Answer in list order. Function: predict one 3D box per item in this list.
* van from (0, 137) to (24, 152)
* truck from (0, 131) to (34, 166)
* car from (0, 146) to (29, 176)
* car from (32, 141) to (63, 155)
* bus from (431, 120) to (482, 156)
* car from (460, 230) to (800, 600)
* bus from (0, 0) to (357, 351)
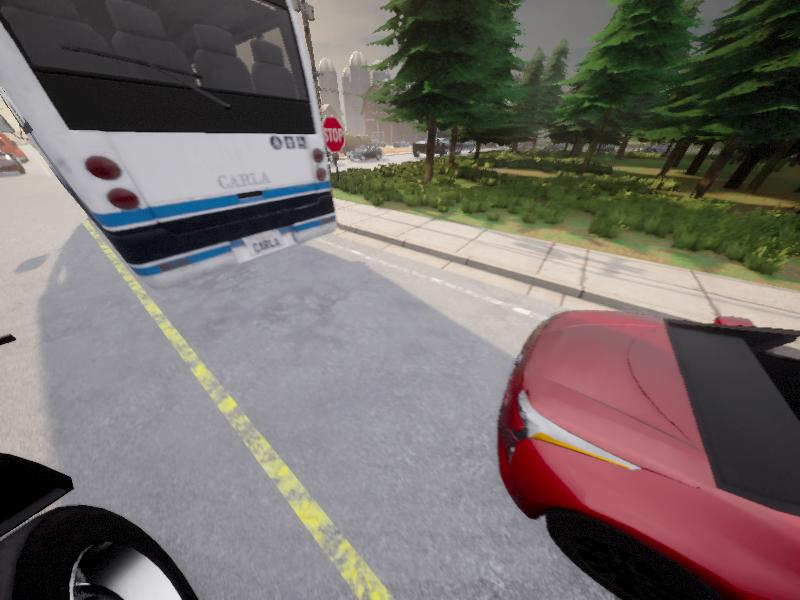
[{"bbox_3d":[-65.989,-26.236,38.869,4.480,2.038,2.069,23,41,29],"label":"van"},{"bbox_3d":[-38.327,-14.487,21.979,5.204,2.467,2.627,25,42,27],"label":"truck"},{"bbox_3d":[-28.309,-9.778,16.174,3.988,1.617,1.851,23,41,29],"label":"car"},{"bbox_3d":[-52.179,-22.582,34.216,5.366,1.575,1.801,23,41,29],"label":"car"},{"bbox_3d":[9.428,-26.310,37.722,3.944,4.253,10.273,21,40,27],"label":"bus"},{"bbox_3d":[2.885,1.186,0.928,4.514,1.525,2.007,23,41,29],"label":"car"},{"bbox_3d":[-6.311,-3.772,5.525,10.273,4.253,3.944,23,41,29],"label":"bus"}]
